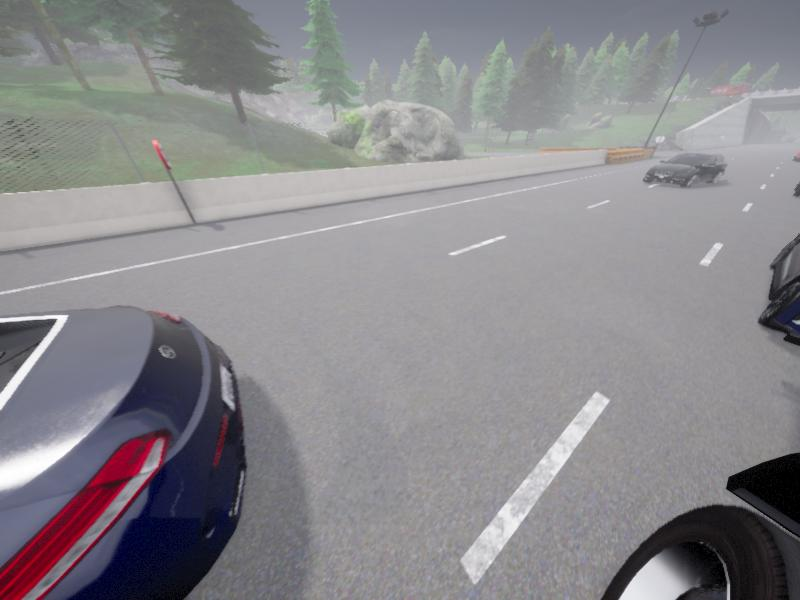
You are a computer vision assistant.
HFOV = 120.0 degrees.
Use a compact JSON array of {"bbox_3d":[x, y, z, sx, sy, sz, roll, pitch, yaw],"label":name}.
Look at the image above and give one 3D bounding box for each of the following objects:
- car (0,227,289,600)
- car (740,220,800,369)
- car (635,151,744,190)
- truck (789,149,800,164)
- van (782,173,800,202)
[{"bbox_3d":[-3.392,1.390,0.557,5.027,1.651,2.152,-22,41,-28],"label":"car"},{"bbox_3d":[7.031,-0.416,3.023,4.856,1.649,2.033,-22,41,-28],"label":"car"},{"bbox_3d":[15.791,-7.178,12.647,4.892,1.490,1.837,-15,38,-19],"label":"car"},{"bbox_3d":[40.334,-14.416,21.851,5.204,2.467,2.627,-22,41,-28],"label":"truck"},{"bbox_3d":[18.680,-5.367,9.575,4.480,2.038,2.069,-23,41,-28],"label":"van"}]
